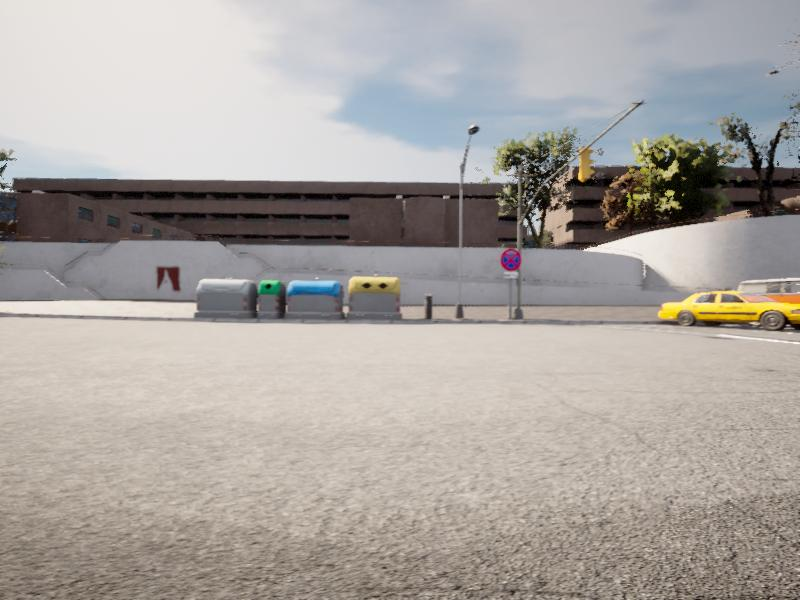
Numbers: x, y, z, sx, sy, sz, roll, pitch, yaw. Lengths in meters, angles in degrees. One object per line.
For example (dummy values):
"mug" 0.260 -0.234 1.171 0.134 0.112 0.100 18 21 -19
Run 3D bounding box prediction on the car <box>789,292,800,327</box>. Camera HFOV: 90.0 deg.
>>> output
"car" 18.851 0.366 15.597 2.163 1.488 4.792 0 -1 -20

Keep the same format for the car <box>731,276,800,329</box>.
"car" 15.925 0.102 15.475 1.878 1.987 4.442 1 -1 -20

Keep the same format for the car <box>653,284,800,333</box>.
"car" 12.966 0.316 15.417 1.946 1.575 5.366 1 -1 -20
